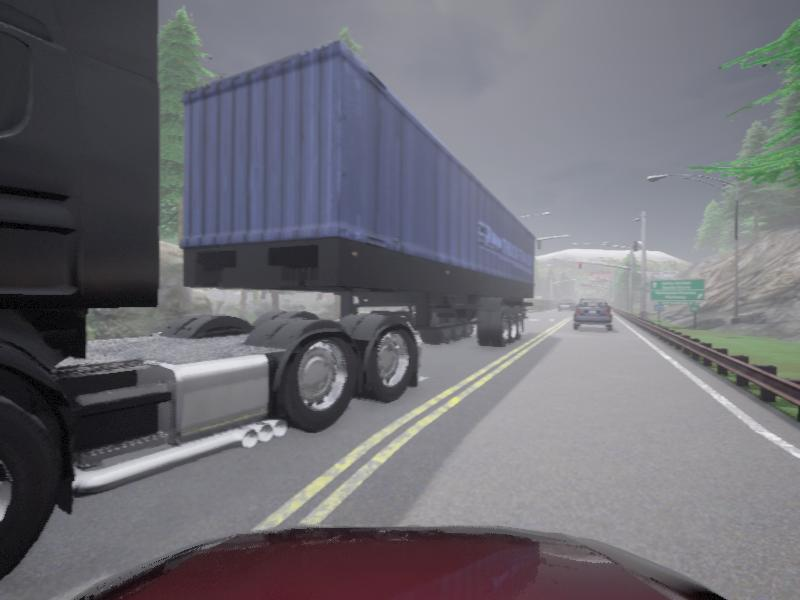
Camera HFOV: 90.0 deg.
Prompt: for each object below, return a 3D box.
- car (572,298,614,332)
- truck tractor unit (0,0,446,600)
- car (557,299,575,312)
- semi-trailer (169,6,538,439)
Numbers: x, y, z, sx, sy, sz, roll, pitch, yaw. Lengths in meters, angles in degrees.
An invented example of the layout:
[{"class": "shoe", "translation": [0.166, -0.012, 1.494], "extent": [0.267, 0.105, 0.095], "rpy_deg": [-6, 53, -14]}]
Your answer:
[{"class": "car", "translation": [9.826, 0.681, 20.381], "extent": [1.789, 1.549, 3.705], "rpy_deg": [0, 0, 26]}, {"class": "truck tractor unit", "translation": [-2.374, -0.617, 4.030], "extent": [3.053, 4.208, 6.516], "rpy_deg": [0, 3, 32]}, {"class": "car", "translation": [22.794, 0.721, 54.913], "extent": [2.033, 1.649, 4.856], "rpy_deg": [0, 0, 26]}, {"class": "semi-trailer", "translation": [1.362, -0.803, 11.049], "extent": [2.717, 4.402, 14.254], "rpy_deg": [1, 0, 27]}]
